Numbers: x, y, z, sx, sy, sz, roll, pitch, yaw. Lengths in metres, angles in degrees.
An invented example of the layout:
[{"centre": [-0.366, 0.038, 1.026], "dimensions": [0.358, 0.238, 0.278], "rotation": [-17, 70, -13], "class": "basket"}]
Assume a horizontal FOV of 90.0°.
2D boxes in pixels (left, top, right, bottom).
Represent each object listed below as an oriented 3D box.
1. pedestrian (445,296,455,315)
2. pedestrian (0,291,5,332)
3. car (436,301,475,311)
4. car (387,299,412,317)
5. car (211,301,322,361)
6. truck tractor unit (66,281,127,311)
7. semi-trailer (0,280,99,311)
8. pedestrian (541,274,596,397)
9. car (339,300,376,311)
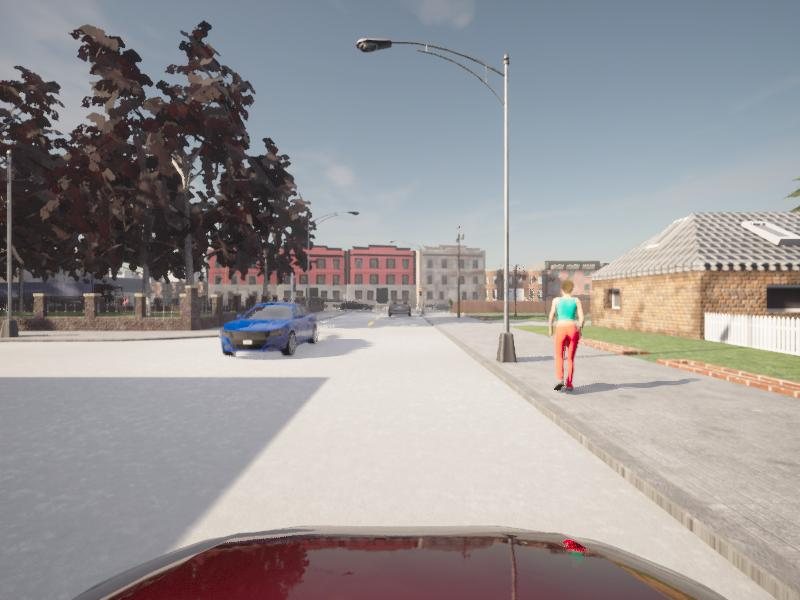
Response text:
[{"centre": [4.900, 0.533, 39.214], "dimensions": [0.751, 1.860, 0.751], "rotation": [0, 0, -8], "class": "pedestrian"}, {"centre": [-18.925, 0.534, 18.432], "dimensions": [0.751, 1.860, 0.751], "rotation": [0, 0, -1], "class": "pedestrian"}, {"centre": [8.100, 0.895, 58.383], "dimensions": [5.357, 1.411, 2.033], "rotation": [0, 0, 0], "class": "car"}, {"centre": [-0.002, 0.756, 39.227], "dimensions": [2.242, 1.667, 4.611], "rotation": [0, 0, 1], "class": "car"}, {"centre": [-3.955, 0.823, 12.883], "dimensions": [1.882, 1.535, 5.008], "rotation": [0, 0, 0], "class": "car"}, {"centre": [-44.178, -0.523, 58.380], "dimensions": [6.516, 4.208, 3.053], "rotation": [0, 0, 0], "class": "truck tractor unit"}, {"centre": [-52.092, -0.618, 58.424], "dimensions": [14.254, 4.402, 2.717], "rotation": [0, 0, 0], "class": "semi-trailer"}, {"centre": [2.707, 0.533, 6.513], "dimensions": [0.751, 1.860, 0.751], "rotation": [0, 0, 17], "class": "pedestrian"}, {"centre": [-6.007, 0.823, 56.693], "dimensions": [5.008, 1.535, 1.882], "rotation": [0, -1, 27], "class": "car"}]
